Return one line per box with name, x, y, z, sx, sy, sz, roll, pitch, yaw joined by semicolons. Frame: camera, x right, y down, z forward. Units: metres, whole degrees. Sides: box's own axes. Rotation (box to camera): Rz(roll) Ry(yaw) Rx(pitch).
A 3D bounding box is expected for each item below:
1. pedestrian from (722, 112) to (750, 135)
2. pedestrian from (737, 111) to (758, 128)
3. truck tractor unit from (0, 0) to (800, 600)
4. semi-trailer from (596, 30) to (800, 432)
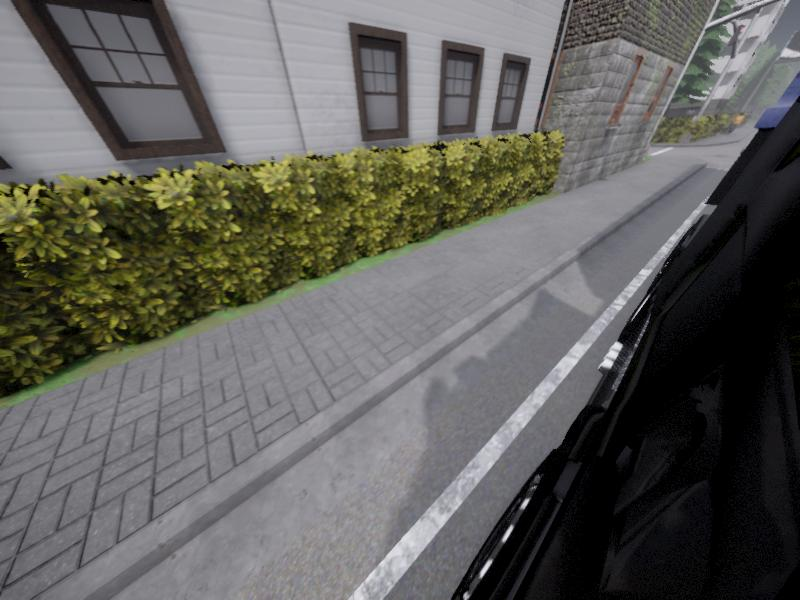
pedestrian;34.052;-17.871;23.426;0.751;1.860;0.751;26;45;33
pedestrian;49.944;-25.989;33.213;0.751;1.860;0.751;-25;42;-26
truck tractor unit;2.645;-0.295;0.351;6.516;4.208;3.053;-28;44;-30
semi-trailer;8.781;-3.552;4.137;14.254;4.402;2.717;-27;43;-29
